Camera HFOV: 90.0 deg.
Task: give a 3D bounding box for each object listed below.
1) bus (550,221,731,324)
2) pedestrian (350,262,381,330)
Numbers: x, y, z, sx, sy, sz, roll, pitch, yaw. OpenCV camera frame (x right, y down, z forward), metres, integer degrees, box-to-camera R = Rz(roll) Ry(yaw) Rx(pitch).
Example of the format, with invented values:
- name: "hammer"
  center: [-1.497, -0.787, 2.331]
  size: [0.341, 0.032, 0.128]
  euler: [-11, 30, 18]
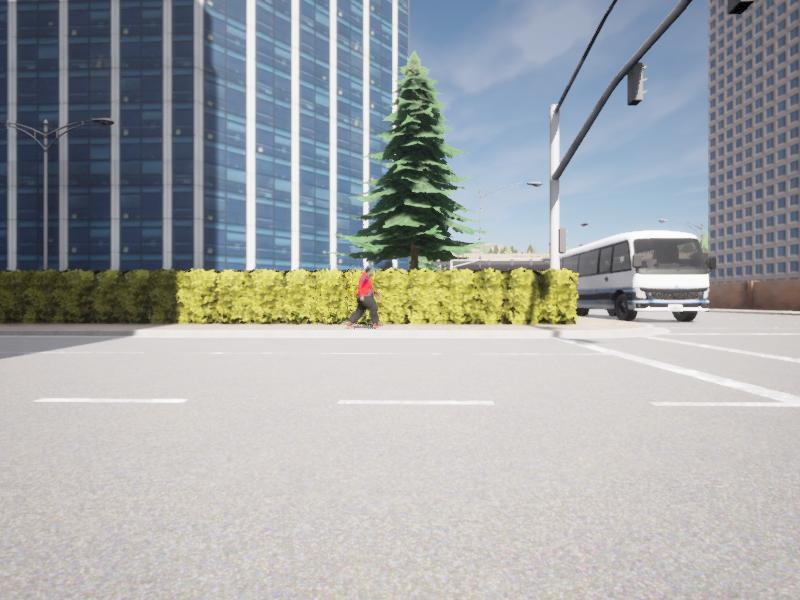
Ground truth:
- name: "bus"
  center: [11.937, -1.135, 21.788]
  size: [3.944, 4.253, 10.273]
  euler: [0, 0, 2]
- name: "pedestrian"
  center: [-0.953, -0.115, 11.323]
  size: [0.751, 1.860, 0.751]
  euler: [0, 0, 5]
